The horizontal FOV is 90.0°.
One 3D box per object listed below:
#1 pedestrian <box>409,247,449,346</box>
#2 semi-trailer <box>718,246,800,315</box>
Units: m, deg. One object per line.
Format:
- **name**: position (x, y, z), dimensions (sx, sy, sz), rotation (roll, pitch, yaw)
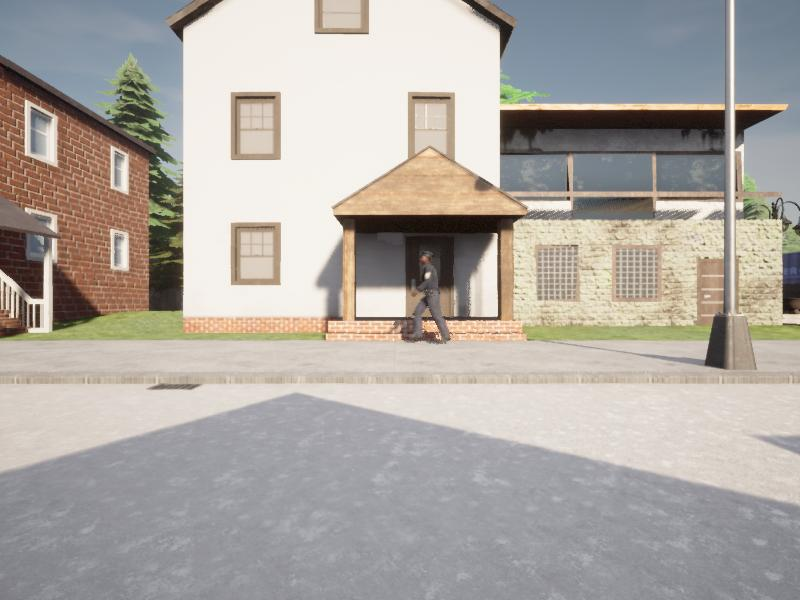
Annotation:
- **pedestrian**: position (0.557, -0.067, 7.949), dimensions (0.751, 1.860, 0.751), rotation (0, 0, 1)
- **semi-trailer**: position (26.916, -1.218, 24.891), dimensions (2.717, 4.402, 14.254), rotation (0, 0, -1)
